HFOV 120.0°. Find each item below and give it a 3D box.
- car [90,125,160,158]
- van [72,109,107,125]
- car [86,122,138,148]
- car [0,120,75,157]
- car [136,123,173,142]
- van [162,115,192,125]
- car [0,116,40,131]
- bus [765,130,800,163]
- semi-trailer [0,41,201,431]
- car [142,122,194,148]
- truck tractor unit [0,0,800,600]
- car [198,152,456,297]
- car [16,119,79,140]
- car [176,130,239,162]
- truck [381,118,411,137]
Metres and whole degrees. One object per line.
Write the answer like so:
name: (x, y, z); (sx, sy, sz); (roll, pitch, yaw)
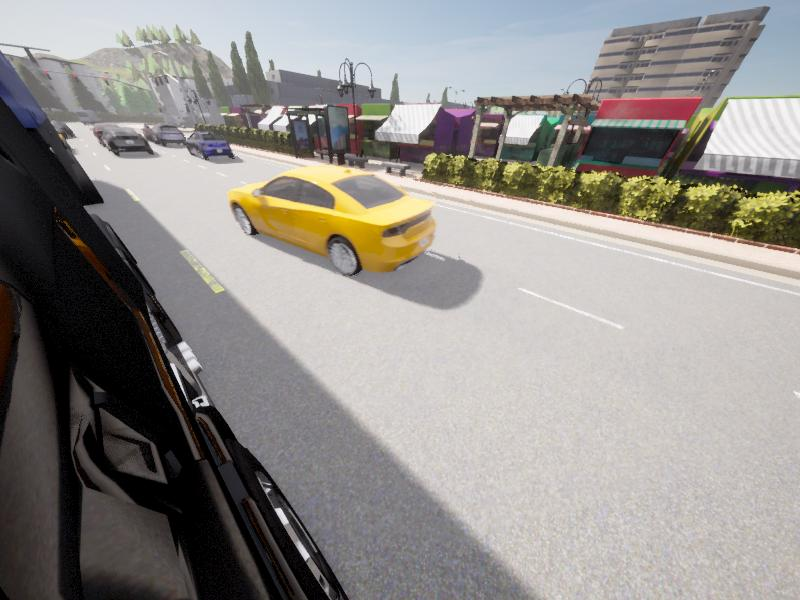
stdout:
car: (-18.828, -10.913, 15.791); (4.792, 1.488, 2.163); (29, 44, 30)
van: (-68.777, -40.572, 51.320); (1.988, 2.561, 5.915); (-16, 41, -23)
car: (-24.004, -13.767, 19.228); (5.008, 1.535, 1.882); (29, 44, 30)
car: (-22.829, -10.366, 14.724); (5.366, 1.575, 1.801); (29, 44, 30)
car: (-25.603, -17.494, 24.111); (3.633, 1.501, 1.845); (31, 45, 33)
van: (-70.506, -56.888, 73.125); (2.351, 2.431, 6.366); (8, 37, 8)
car: (-48.793, -21.739, 28.382); (1.812, 1.442, 4.674); (30, 44, 31)
bus: (66.449, -25.092, 37.725); (3.944, 4.253, 10.273); (28, 44, 30)
semi-trailer: (-8.681, -3.619, 4.240); (14.254, 4.402, 2.717); (28, 44, 30)
car: (-21.115, -14.991, 20.972); (4.856, 1.649, 2.033); (29, 44, 30)
truck tractor unit: (-2.645, -0.295, 0.351); (6.516, 4.208, 3.053); (28, 44, 30)
car: (-1.650, -1.994, 4.920); (5.008, 1.535, 1.882); (22, 41, 24)
car: (-33.940, -16.636, 22.477); (2.163, 1.488, 4.792); (-25, 45, -31)
car: (-12.972, -10.460, 15.562); (4.193, 1.474, 1.816); (29, 44, 31)
truck: (-1.091, -46.413, 62.376); (2.891, 3.827, 8.468); (30, 44, 31)
